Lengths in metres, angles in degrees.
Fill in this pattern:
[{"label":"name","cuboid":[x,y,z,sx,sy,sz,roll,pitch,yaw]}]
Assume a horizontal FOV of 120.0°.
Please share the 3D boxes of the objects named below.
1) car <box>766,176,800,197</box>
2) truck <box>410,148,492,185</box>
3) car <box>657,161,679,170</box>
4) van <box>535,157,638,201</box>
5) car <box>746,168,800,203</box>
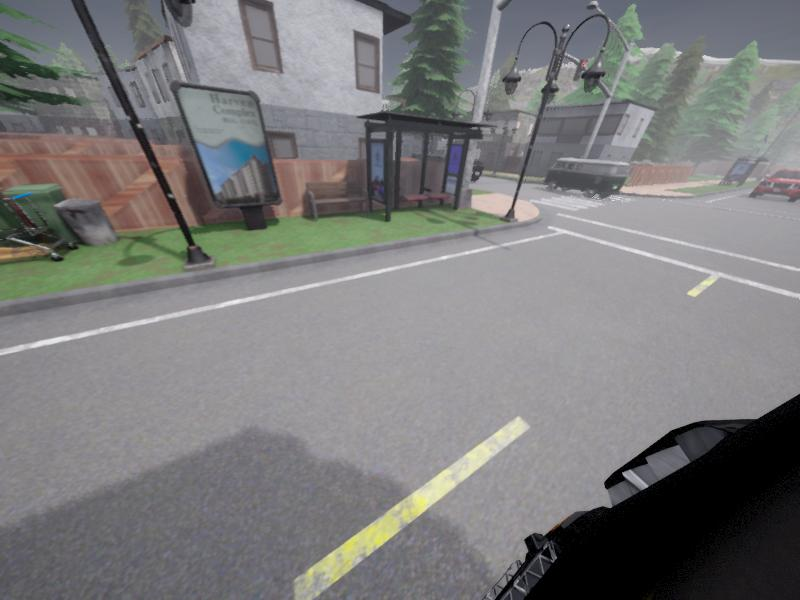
[{"label":"car","cuboid":[37.032,-10.710,21.707,4.181,1.385,1.994,-16,38,-26]},{"label":"truck","cuboid":[3.829,-11.063,18.914,2.390,2.098,6.274,-22,41,-33]},{"label":"car","cuboid":[66.077,-33.118,56.901,4.605,1.855,1.932,-17,38,-27]},{"label":"van","cuboid":[11.575,-7.880,14.854,1.775,1.987,4.442,-11,36,-21]},{"label":"car","cuboid":[30.136,-9.021,18.013,5.566,2.045,2.150,-16,38,-26]}]
